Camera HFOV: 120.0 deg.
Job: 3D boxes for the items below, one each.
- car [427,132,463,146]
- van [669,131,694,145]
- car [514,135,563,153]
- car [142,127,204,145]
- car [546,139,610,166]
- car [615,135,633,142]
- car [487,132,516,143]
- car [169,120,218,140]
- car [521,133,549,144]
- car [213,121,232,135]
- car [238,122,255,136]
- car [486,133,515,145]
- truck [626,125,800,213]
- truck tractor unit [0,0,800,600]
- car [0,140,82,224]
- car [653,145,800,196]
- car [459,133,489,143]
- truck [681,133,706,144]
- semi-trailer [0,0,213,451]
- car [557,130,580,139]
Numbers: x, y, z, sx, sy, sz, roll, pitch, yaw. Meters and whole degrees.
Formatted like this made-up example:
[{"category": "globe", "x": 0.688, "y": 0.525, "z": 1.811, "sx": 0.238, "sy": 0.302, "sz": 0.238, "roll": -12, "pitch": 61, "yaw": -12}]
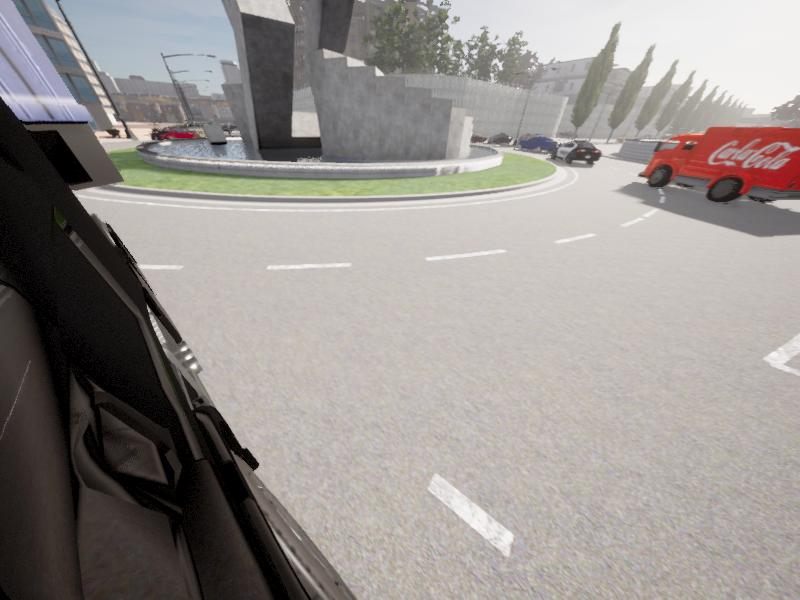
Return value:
[{"category": "car", "x": 6.529, "y": -23.767, "z": 34.042, "sx": 4.674, "sy": 1.442, "sz": 1.812, "roll": 26, "pitch": 43, "yaw": 28}, {"category": "van", "x": 68.585, "y": -39.458, "z": 56.341, "sx": 5.915, "sy": 2.561, "sz": 1.988, "roll": -22, "pitch": 43, "yaw": -28}, {"category": "car", "x": 16.712, "y": -19.145, "z": 28.308, "sx": 1.882, "sy": 1.535, "sz": 5.008, "roll": -11, "pitch": 39, "yaw": -17}, {"category": "car", "x": -23.706, "y": -17.390, "z": 24.364, "sx": 1.994, "sy": 1.385, "sz": 4.181, "roll": 11, "pitch": 38, "yaw": 12}, {"category": "car", "x": 14.792, "y": -12.654, "z": 19.654, "sx": 2.038, "sy": 1.542, "sz": 4.974, "roll": 5, "pitch": 37, "yaw": 4}, {"category": "car", "x": 62.264, "y": -44.989, "z": 64.225, "sx": 5.366, "sy": 1.575, "sz": 1.801, "roll": -22, "pitch": 43, "yaw": -28}, {"category": "car", "x": 18.886, "y": -30.192, "z": 42.991, "sx": 4.974, "sy": 1.542, "sz": 2.038, "roll": -21, "pitch": 43, "yaw": -27}, {"category": "car", "x": -26.244, "y": -21.792, "z": 29.641, "sx": 1.932, "sy": 1.855, "sz": 4.605, "roll": 2, "pitch": 37, "yaw": -1}, {"category": "car", "x": 25.301, "y": -30.130, "z": 43.200, "sx": 4.974, "sy": 1.542, "sz": 2.038, "roll": -21, "pitch": 43, "yaw": -28}, {"category": "car", "x": -30.222, "y": -29.374, "z": 39.466, "sx": 1.905, "sy": 1.878, "sz": 3.866, "roll": -17, "pitch": 41, "yaw": -23}, {"category": "car", "x": -26.435, "y": -29.504, "z": 39.803, "sx": 1.905, "sy": 1.878, "sz": 3.866, "roll": -17, "pitch": 41, "yaw": -23}, {"category": "car", "x": 16.818, "y": -26.861, "z": 38.576, "sx": 4.674, "sy": 1.442, "sz": 1.812, "roll": -20, "pitch": 42, "yaw": -27}, {"category": "truck", "x": 13.750, "y": -5.723, "z": 9.685, "sx": 2.627, "sy": 2.467, "sz": 5.204, "roll": -4, "pitch": 37, "yaw": -7}, {"category": "truck tractor unit", "x": -2.645, "y": -0.295, "z": 0.351, "sx": 6.516, "sy": 4.208, "sz": 3.053, "roll": 28, "pitch": 44, "yaw": 30}, {"category": "car", "x": -11.911, "y": -3.344, "z": 6.168, "sx": 5.366, "sy": 1.575, "sz": 1.801, "roll": 14, "pitch": 39, "yaw": 15}, {"category": "car", "x": 17.039, "y": -6.953, "z": 12.155, "sx": 2.033, "sy": 1.649, "sz": 4.856, "roll": 0, "pitch": 37, "yaw": -1}, {"category": "car", "x": 12.692, "y": -27.853, "z": 39.828, "sx": 4.718, "sy": 1.301, "sz": 1.895, "roll": -16, "pitch": 41, "yaw": -22}, {"category": "truck", "x": 79.812, "y": -43.920, "z": 62.776, "sx": 5.204, "sy": 2.467, "sz": 2.627, "roll": -22, "pitch": 43, "yaw": -28}, {"category": "semi-trailer", "x": -10.037, "y": -1.868, "z": 1.925, "sx": 14.254, "sy": 4.402, "sz": 2.717, "roll": 7, "pitch": 38, "yaw": 7}, {"category": "car", "x": 51.476, "y": -50.650, "z": 70.562, "sx": 1.930, "sy": 1.638, "sz": 5.238, "roll": -21, "pitch": 48, "yaw": -27}]
